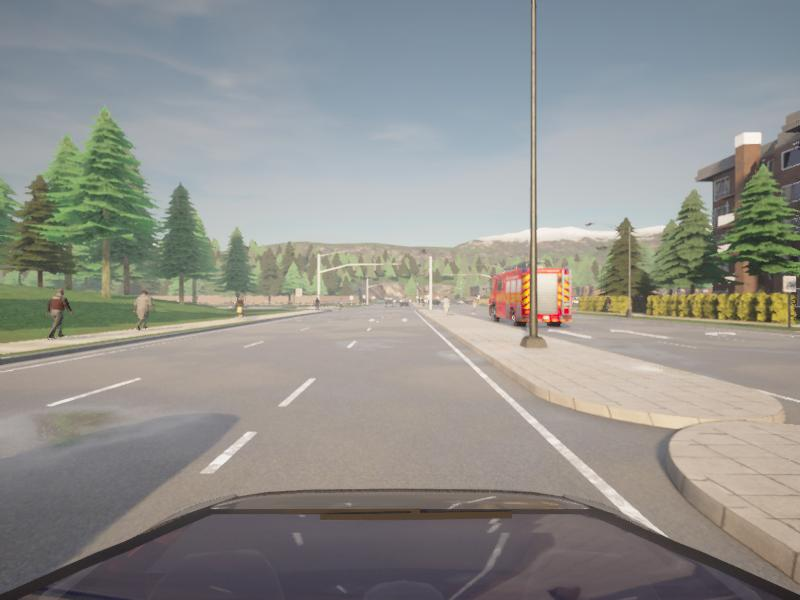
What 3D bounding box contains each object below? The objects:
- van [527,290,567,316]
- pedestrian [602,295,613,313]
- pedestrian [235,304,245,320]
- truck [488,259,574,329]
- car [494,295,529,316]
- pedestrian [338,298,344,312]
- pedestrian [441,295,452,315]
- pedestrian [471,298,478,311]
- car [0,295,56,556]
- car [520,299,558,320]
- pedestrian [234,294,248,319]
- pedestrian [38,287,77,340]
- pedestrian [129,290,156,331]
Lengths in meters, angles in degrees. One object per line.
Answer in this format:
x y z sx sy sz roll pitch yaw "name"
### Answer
15.209 0.294 41.746 1.988 2.561 5.915 0 0 0 "van"
22.054 0.456 42.474 0.751 1.860 0.751 0 0 -2 "pedestrian"
-11.084 0.834 27.650 0.500 1.100 0.500 0 0 1 "pedestrian"
8.115 -0.338 26.155 2.891 3.827 8.468 0 0 0 "truck"
11.705 0.540 42.292 2.150 2.045 5.566 0 0 0 "car"
-7.816 0.601 53.168 0.751 1.860 0.751 0 0 -16 "pedestrian"
4.281 0.460 36.880 0.751 1.860 0.751 0 0 -9 "pedestrian"
10.197 0.600 54.639 0.751 1.860 0.751 0 0 -5 "pedestrian"
-3.533 0.779 0.510 2.033 1.649 4.856 0 0 0 "car"
11.627 0.765 33.701 1.851 1.617 3.988 0 0 1 "car"
-11.926 0.453 30.003 0.751 1.860 0.751 0 0 1 "pedestrian"
-12.143 0.463 14.201 0.751 1.860 0.751 0 0 1 "pedestrian"
-11.878 0.461 18.493 0.751 1.860 0.751 0 0 2 "pedestrian"
